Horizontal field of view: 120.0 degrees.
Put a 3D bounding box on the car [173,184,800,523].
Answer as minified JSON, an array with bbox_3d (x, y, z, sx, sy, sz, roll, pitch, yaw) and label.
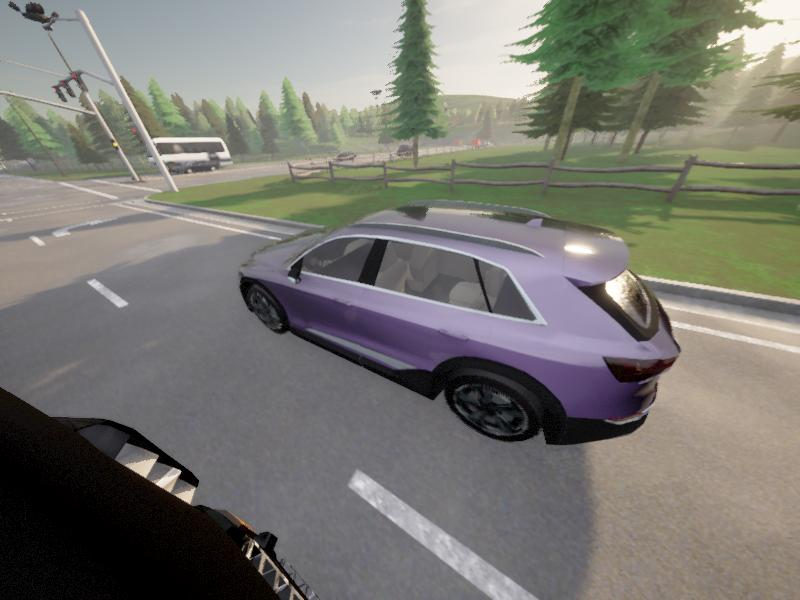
[{"bbox_3d":[-0.043,-0.299,2.864,4.856,1.649,2.033,16,38,26],"label":"car"}]

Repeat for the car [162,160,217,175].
[{"bbox_3d":[-30.005,-19.110,33.142,2.033,1.411,5.357,16,38,25],"label":"car"}]

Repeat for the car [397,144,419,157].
[{"bbox_3d":[1.687,-30.863,47.740,2.150,2.045,5.566,16,38,26],"label":"car"}]

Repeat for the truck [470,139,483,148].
[{"bbox_3d":[27.496,-56.245,83.195,2.627,2.467,5.204,17,39,27],"label":"truck"}]

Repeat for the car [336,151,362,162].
[{"bbox_3d":[-9.538,-27.111,43.468,1.837,1.490,4.892,16,38,25],"label":"car"}]

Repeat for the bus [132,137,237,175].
[{"bbox_3d":[-31.993,-22.164,35.259,3.944,4.253,10.273,16,38,25],"label":"bus"}]

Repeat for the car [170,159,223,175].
[{"bbox_3d":[-27.288,-17.953,31.140,1.837,1.490,4.892,16,38,25],"label":"car"}]
